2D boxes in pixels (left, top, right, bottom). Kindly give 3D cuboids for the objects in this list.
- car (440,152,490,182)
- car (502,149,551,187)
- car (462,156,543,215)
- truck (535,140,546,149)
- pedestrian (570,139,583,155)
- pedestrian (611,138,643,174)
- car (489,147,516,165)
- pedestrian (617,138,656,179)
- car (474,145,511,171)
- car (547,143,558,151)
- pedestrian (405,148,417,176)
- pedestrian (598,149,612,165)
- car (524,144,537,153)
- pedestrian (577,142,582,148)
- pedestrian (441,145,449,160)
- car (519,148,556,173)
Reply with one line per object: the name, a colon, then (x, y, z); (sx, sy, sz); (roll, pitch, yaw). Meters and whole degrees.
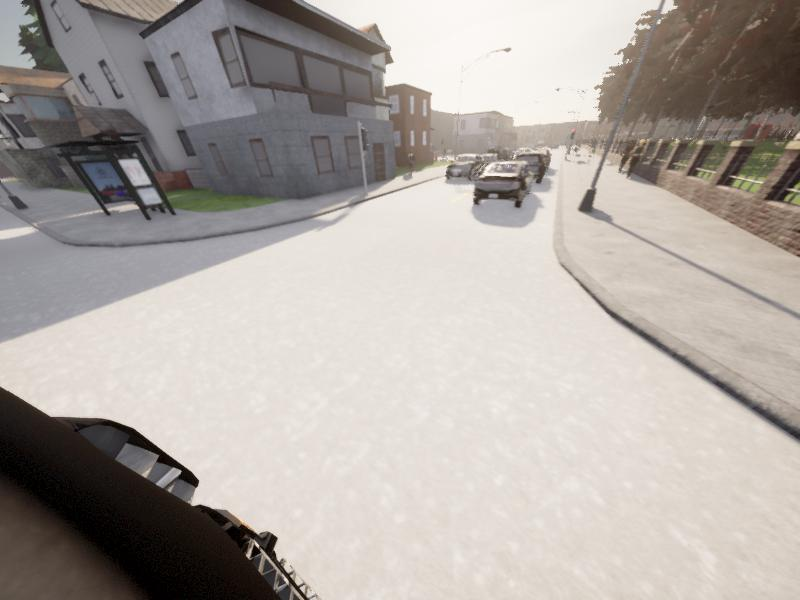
car: (4.916, -9.893, 17.081); (2.128, 1.511, 4.902); (16, 38, 26)
car: (8.093, -8.472, 14.596); (2.033, 1.649, 4.856); (15, 37, 25)
car: (4.562, -5.128, 9.942); (2.128, 1.511, 4.902); (16, 38, 26)
truck: (44.663, -49.464, 73.413); (2.390, 2.098, 6.274); (16, 38, 26)
pedestrian: (24.222, -20.991, 31.748); (0.751, 1.860, 0.751); (-30, 42, -35)
pedestrian: (14.305, -9.109, 14.637); (0.751, 1.860, 0.751); (16, 38, 26)
car: (12.194, -17.103, 27.377); (1.837, 1.490, 4.892); (16, 39, 26)
pedestrian: (12.918, -7.743, 12.688); (0.751, 1.860, 0.751); (16, 38, 26)
car: (8.897, -13.671, 22.127); (1.932, 1.855, 4.605); (18, 39, 28)
car: (38.370, -38.467, 58.000); (1.970, 1.475, 3.806); (16, 38, 26)
pedestrian: (0.946, -11.329, 18.996); (0.751, 1.860, 0.751); (9, 36, 18)
pedestrian: (17.609, -12.282, 19.842); (0.500, 1.100, 0.500); (13, 37, 23)
car: (29.541, -34.137, 52.115); (1.812, 1.442, 4.674); (16, 38, 26)
pedestrian: (41.053, -35.372, 52.775); (0.500, 1.100, 0.500); (16, 38, 26)
pedestrian: (6.771, -22.199, 34.882); (0.751, 1.860, 0.751); (26, 43, 36)
car: (11.577, -11.817, 19.465); (2.128, 1.511, 4.902); (14, 37, 24)
